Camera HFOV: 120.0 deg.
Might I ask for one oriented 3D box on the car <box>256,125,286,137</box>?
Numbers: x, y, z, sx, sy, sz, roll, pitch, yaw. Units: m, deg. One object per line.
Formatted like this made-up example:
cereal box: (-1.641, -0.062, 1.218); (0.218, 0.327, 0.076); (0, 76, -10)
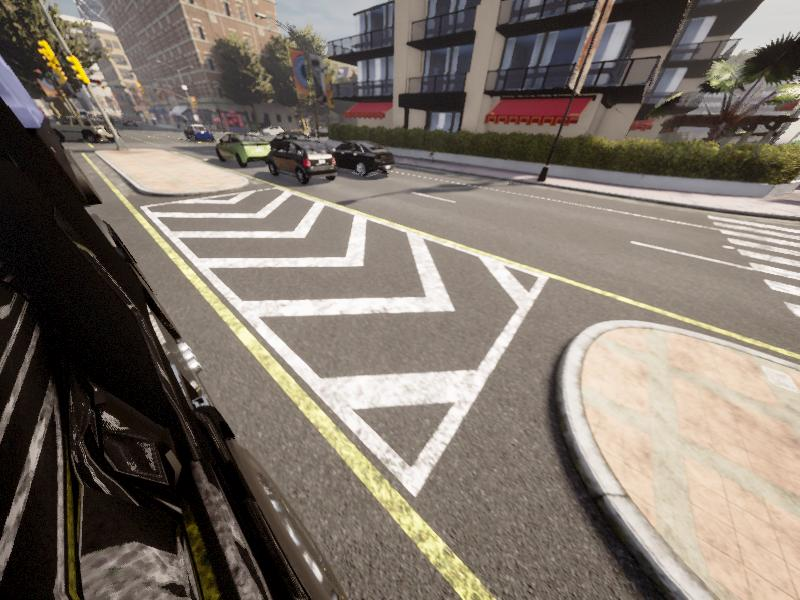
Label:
car: (-21.447, -28.239, 38.603); (1.845, 1.501, 3.633); (28, 44, 29)

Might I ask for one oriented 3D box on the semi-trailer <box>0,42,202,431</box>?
semi-trailer: (-8.701, -3.610, 4.214); (14.254, 4.402, 2.717); (28, 44, 30)

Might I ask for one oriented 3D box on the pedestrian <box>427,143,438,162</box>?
pedestrian: (2.432, -11.093, 17.365); (0.500, 1.100, 0.500); (29, 44, 31)

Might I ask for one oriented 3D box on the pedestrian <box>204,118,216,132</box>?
pedestrian: (-32.247, -29.684, 39.268); (0.751, 1.860, 0.751); (18, 40, 20)

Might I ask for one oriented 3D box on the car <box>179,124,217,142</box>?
car: (-23.059, -19.066, 26.329); (3.806, 1.475, 1.970); (28, 44, 30)

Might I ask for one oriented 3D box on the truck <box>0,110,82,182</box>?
truck: (-16.503, -6.793, 9.917); (6.274, 2.098, 2.390); (28, 44, 30)

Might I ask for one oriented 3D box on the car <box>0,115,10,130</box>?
car: (-49.855, -21.677, 28.038); (5.008, 1.535, 1.882); (28, 44, 30)

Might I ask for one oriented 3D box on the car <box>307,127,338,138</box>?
car: (-13.906, -30.160, 41.688); (2.163, 1.488, 4.792); (28, 44, 29)

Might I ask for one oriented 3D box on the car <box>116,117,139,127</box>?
car: (-56.758, -37.098, 48.139); (4.974, 1.542, 2.038); (28, 44, 30)

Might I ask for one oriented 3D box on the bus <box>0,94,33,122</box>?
bus: (-84.267, -41.259, 49.642); (10.273, 4.253, 3.944); (28, 44, 30)

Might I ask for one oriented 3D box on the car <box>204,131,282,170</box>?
car: (-9.403, -9.048, 13.821); (4.514, 1.525, 2.007); (28, 44, 30)

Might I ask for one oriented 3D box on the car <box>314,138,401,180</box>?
car: (-2.447, -8.059, 12.978); (4.892, 1.490, 1.837); (28, 44, 30)

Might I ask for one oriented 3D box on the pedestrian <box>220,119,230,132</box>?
pedestrian: (-31.835, -31.758, 42.056); (0.751, 1.860, 0.751); (-14, 40, -22)

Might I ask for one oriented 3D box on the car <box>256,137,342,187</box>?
car: (-4.667, -6.528, 10.747); (3.705, 1.549, 1.789); (28, 44, 30)

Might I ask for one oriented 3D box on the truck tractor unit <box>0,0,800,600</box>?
truck tractor unit: (-2.645, -0.295, 0.351); (6.516, 4.208, 3.053); (28, 44, 30)

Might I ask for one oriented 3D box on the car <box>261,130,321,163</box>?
car: (-7.749, -10.941, 16.382); (3.988, 1.617, 1.851); (28, 44, 30)

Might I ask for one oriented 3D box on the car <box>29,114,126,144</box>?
car: (-27.714, -14.846, 20.077); (4.605, 1.855, 1.932); (1, 37, -3)
